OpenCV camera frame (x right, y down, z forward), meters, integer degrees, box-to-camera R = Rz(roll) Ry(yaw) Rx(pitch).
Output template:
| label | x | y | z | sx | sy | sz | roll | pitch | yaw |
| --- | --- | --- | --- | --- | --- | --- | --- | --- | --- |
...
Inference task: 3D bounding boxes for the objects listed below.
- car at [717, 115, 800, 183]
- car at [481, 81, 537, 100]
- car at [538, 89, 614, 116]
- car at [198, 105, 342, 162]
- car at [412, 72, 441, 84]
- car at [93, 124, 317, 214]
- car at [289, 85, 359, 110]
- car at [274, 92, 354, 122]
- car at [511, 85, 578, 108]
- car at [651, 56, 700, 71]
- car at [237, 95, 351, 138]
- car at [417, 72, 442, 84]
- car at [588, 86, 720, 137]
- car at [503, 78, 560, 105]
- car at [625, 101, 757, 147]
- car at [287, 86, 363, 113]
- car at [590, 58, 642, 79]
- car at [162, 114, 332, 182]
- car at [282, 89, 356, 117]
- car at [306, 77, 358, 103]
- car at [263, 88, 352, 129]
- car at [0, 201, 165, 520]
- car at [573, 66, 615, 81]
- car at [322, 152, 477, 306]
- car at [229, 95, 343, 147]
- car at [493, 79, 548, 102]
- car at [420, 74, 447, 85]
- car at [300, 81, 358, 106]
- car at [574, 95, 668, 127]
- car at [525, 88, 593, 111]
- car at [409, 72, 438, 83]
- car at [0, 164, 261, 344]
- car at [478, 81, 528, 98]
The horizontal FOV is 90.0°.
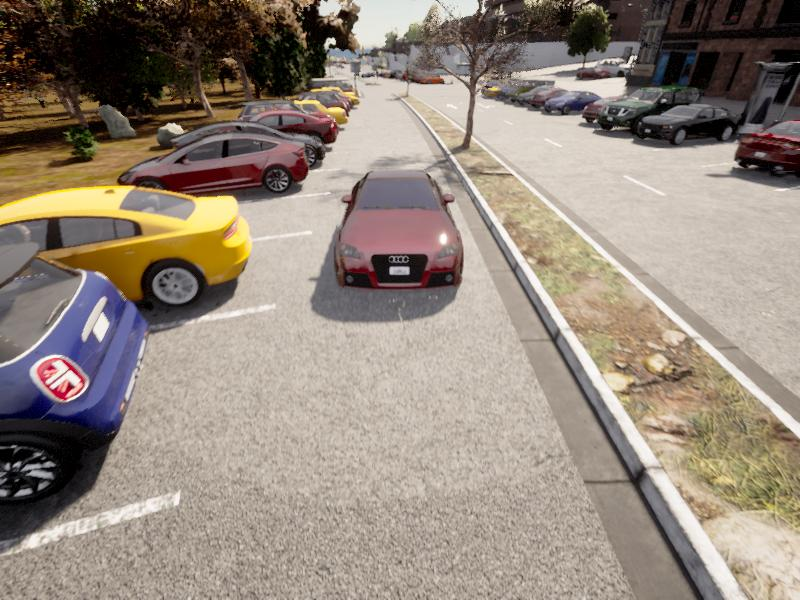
| label | x | y | z | sx | sy | sz | roll | pitch | yaw |
| --- | --- | --- | --- | --- | --- | --- | --- | --- | --- |
| car | 13.284 | -4.999 | 12.921 | 5.008 | 1.535 | 2.097 | -11 | 32 | -19 |
| car | 11.267 | -21.757 | 41.455 | 5.366 | 1.575 | 1.946 | -13 | 33 | -22 |
| car | 12.549 | -14.133 | 28.557 | 4.674 | 1.452 | 2.002 | -12 | 33 | -21 |
| car | -5.062 | -6.716 | 15.927 | 5.008 | 1.535 | 2.097 | -12 | 32 | -18 |
| car | 5.413 | -45.351 | 81.567 | 5.566 | 2.045 | 2.435 | -16 | 35 | -26 |
| car | -4.935 | -3.687 | 10.820 | 4.792 | 1.488 | 2.163 | -12 | 32 | -18 |
| car | -6.366 | -17.144 | 33.717 | 5.366 | 1.575 | 1.946 | -13 | 33 | -20 |
| car | -5.603 | -12.665 | 26.156 | 4.674 | 1.452 | 2.002 | -13 | 33 | -19 |
| car | 12.163 | -17.219 | 33.738 | 4.892 | 1.521 | 2.231 | -12 | 33 | -21 |
| car | 37.898 | -32.641 | 55.101 | 2.231 | 1.521 | 4.892 | -22 | 37 | -22 |
| car | -5.474 | -9.672 | 20.969 | 5.366 | 1.575 | 1.946 | -12 | 33 | -19 |
| car | 5.864 | -43.805 | 78.991 | 4.442 | 1.987 | 1.878 | -16 | 35 | -26 |
| car | 12.979 | -9.794 | 20.590 | 5.566 | 2.045 | 2.435 | -11 | 33 | -20 |
| car | 11.832 | -18.915 | 36.176 | 4.442 | 1.987 | 1.878 | -13 | 33 | -21 |
| car | 13.121 | -8.055 | 18.126 | 5.008 | 1.535 | 2.097 | -11 | 33 | -19 |
| car | -5.817 | -15.734 | 31.300 | 5.366 | 1.575 | 1.946 | -13 | 32 | -20 |
| car | 29.012 | -31.279 | 54.007 | 2.435 | 2.045 | 5.566 | -22 | 37 | -22 |
| car | -4.950 | -5.202 | 13.403 | 4.792 | 1.488 | 2.163 | -12 | 32 | -18 |
| car | -5.784 | -14.160 | 28.706 | 4.674 | 1.452 | 2.002 | -13 | 33 | -20 |
| car | -6.575 | -20.389 | 38.804 | 4.442 | 1.987 | 1.878 | -14 | 33 | -21 |
| car | -5.419 | -11.318 | 23.529 | 4.553 | 1.767 | 2.185 | -13 | 33 | -19 |
| car | -4.759 | 0.663 | 3.093 | 4.553 | 1.767 | 2.185 | -11 | 32 | -17 |
| car | 26.062 | -30.526 | 53.871 | 2.002 | 1.452 | 4.674 | -22 | 37 | -22 |
| car | -0.040 | -1.581 | 7.316 | 1.994 | 1.385 | 4.181 | -1 | 30 | -1 |
| car | -5.210 | -8.316 | 18.411 | 4.553 | 1.767 | 2.185 | -12 | 32 | -18 |
| car | 11.724 | -20.384 | 38.878 | 4.553 | 1.767 | 2.185 | -13 | 33 | -22 |
| car | 6.444 | -42.236 | 76.525 | 4.553 | 1.767 | 2.185 | -16 | 34 | -26 |
| car | -6.398 | -18.790 | 36.277 | 4.553 | 1.767 | 2.185 | -14 | 33 | -20 |
| car | 12.863 | -11.080 | 23.357 | 4.674 | 1.452 | 2.002 | -12 | 32 | -20 |
| car | 12.355 | -15.661 | 31.159 | 4.674 | 1.452 | 2.002 | -12 | 32 | -21 |
| car | 4.918 | -46.871 | 84.150 | 5.566 | 2.045 | 2.435 | -16 | 34 | -26 |
| car | -4.802 | -0.724 | 5.707 | 5.008 | 1.535 | 2.097 | -11 | 32 | -17 |
| car | 11.343 | -23.271 | 44.115 | 4.792 | 1.488 | 2.163 | -13 | 33 | -22 |
